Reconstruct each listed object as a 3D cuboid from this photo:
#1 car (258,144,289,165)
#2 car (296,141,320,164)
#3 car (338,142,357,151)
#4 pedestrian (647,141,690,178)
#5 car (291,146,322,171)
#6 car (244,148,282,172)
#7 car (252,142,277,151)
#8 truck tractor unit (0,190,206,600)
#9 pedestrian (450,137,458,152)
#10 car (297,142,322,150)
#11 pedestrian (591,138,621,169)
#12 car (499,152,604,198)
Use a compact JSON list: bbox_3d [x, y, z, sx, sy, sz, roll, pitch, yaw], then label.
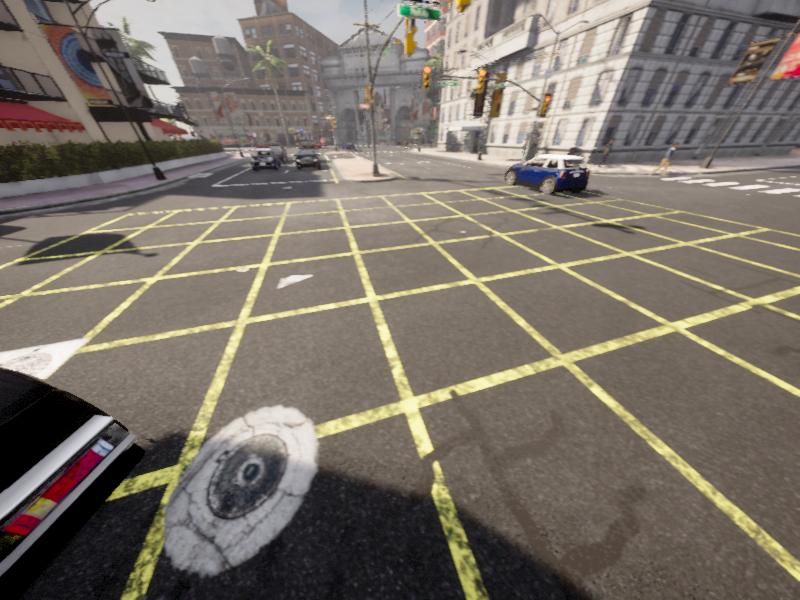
[{"bbox_3d":[-13.609,-15.961,25.224,1.930,1.638,5.238,-10,36,-13],"label":"car"},{"bbox_3d":[-10.080,-16.322,25.472,1.932,1.855,4.605,-10,36,-13],"label":"car"},{"bbox_3d":[-10.470,-30.573,45.940,1.812,1.442,4.674,-20,40,-25],"label":"car"},{"bbox_3d":[16.398,-8.613,14.159,0.751,1.860,0.751,-11,37,-14],"label":"pedestrian"},{"bbox_3d":[-8.291,-12.728,20.678,2.038,1.542,4.974,-10,37,-13],"label":"car"},{"bbox_3d":[-11.690,-12.201,20.035,1.970,1.475,3.806,-10,36,-13],"label":"car"},{"bbox_3d":[-28.820,-32.708,49.214,4.193,1.474,1.816,-10,36,-13],"label":"car"},{"bbox_3d":[-5.364,0.160,0.135,6.516,4.208,3.053,3,35,4],"label":"truck tractor unit"},{"bbox_3d":[8.369,-24.155,35.930,0.751,1.860,0.751,-9,36,-12],"label":"pedestrian"},{"bbox_3d":[-20.248,-34.490,51.744,4.718,1.301,1.895,11,37,16],"label":"car"},{"bbox_3d":[15.067,-10.745,16.923,0.751,1.860,0.751,-15,38,-19],"label":"pedestrian"},{"bbox_3d":[7.089,-6.291,11.408,1.970,1.475,3.806,-10,36,-13],"label":"car"}]
